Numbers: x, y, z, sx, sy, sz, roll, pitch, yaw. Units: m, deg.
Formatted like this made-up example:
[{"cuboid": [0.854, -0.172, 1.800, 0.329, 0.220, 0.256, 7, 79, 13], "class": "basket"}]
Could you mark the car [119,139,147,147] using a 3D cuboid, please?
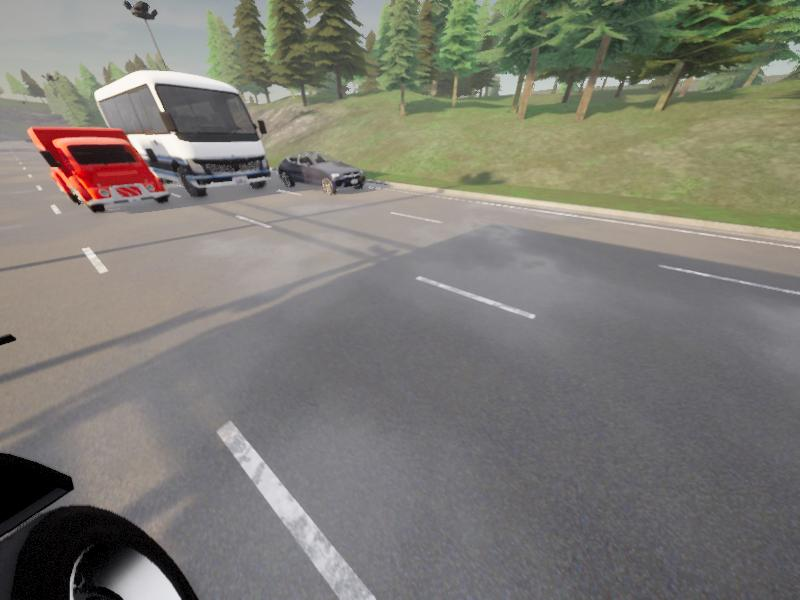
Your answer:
[{"cuboid": [-64.809, -38.176, 56.189, 2.128, 1.511, 4.902, -8, 36, -12], "class": "car"}]

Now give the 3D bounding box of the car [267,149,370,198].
[{"cuboid": [-4.199, -6.678, 11.929, 5.027, 1.651, 2.152, 22, 41, 28], "class": "car"}]

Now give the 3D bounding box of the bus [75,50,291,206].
[{"cuboid": [-10.857, -8.113, 11.622, 10.273, 4.253, 3.944, 22, 41, 28], "class": "bus"}]

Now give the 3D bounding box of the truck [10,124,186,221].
[{"cuboid": [-11.351, -5.030, 8.792, 5.204, 2.467, 2.627, 22, 41, 28], "class": "truck"}]
